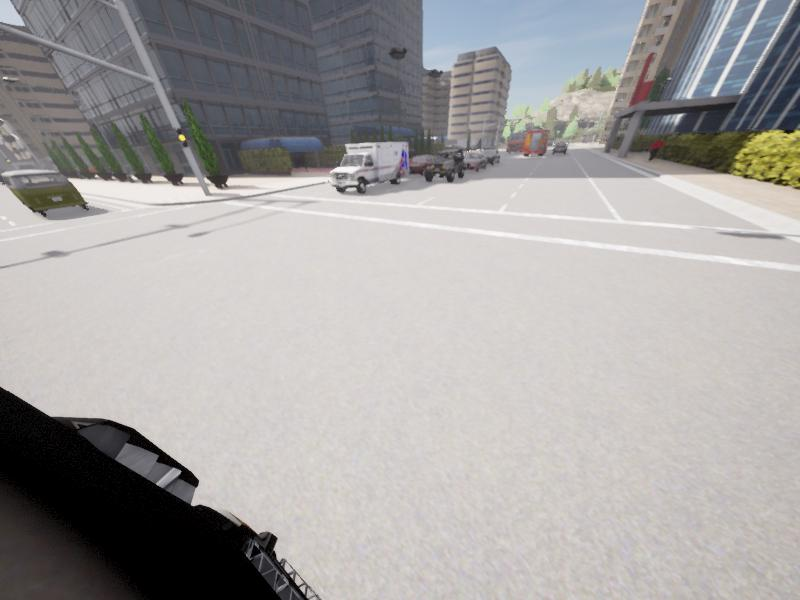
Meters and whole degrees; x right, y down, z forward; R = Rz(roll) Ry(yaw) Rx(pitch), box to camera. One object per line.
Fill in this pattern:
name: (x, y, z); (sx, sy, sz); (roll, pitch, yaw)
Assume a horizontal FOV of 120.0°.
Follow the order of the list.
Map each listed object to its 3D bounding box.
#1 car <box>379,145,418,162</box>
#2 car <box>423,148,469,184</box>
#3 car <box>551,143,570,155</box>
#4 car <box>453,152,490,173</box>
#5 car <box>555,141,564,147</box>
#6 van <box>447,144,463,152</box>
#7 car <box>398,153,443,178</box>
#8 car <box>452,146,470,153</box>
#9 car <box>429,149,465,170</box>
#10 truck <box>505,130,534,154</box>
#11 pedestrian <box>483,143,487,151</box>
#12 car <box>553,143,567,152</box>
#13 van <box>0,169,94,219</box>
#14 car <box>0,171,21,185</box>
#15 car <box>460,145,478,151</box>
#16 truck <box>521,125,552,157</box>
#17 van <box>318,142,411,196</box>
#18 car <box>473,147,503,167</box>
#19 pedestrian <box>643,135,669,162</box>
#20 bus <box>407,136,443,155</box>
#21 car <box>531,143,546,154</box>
car: (-0.164, -24.944, 39.379); (6.274, 2.098, 2.390); (-20, 37, -23)
car: (3.315, -9.610, 16.465); (1.905, 1.878, 3.866); (16, 38, 25)
car: (26.356, -24.909, 38.077); (2.128, 1.511, 4.902); (16, 38, 26)
car: (6.729, -12.819, 21.507); (1.994, 1.385, 4.181); (17, 38, 27)
car: (52.896, -51.722, 76.510); (2.033, 1.411, 5.357); (16, 38, 26)
van: (17.346, -47.601, 72.508); (4.442, 1.987, 1.775); (16, 38, 26)
car: (1.958, -12.003, 20.491); (1.882, 1.535, 5.008); (16, 38, 26)
car: (18.174, -44.917, 68.861); (4.792, 1.488, 2.163); (16, 38, 26)
car: (5.202, -15.342, 25.150); (2.242, 1.667, 4.611); (16, 38, 26)
truck: (24.949, -32.885, 48.102); (2.891, 3.827, 8.468); (20, 40, 30)
pedestrian: (24.635, -44.327, 67.089); (0.751, 1.860, 0.751); (9, 35, 17)
car: (32.577, -31.140, 47.113); (1.994, 1.385, 4.181); (16, 38, 26)
van: (-18.975, -5.774, 12.312); (4.442, 1.987, 1.775); (16, 38, 26)
car: (-61.186, -18.569, 35.204); (2.007, 1.525, 4.514); (-25, 40, -30)
car: (22.921, -50.348, 76.529); (5.238, 1.638, 1.930); (15, 37, 25)
truck: (22.145, -25.582, 37.316); (2.891, 3.827, 8.468); (16, 38, 26)
van: (-1.783, -8.604, 14.855); (2.351, 2.431, 6.366); (15, 38, 25)
car: (10.154, -16.418, 26.418); (1.930, 1.638, 5.238); (15, 38, 25)
pedestrian: (21.409, -12.650, 19.362); (0.751, 1.860, 0.751); (18, 39, 28)
bus: (7.862, -49.074, 73.417); (10.273, 4.253, 3.944); (15, 38, 27)
car: (26.317, -28.801, 43.924); (1.845, 1.501, 3.633); (16, 38, 26)
